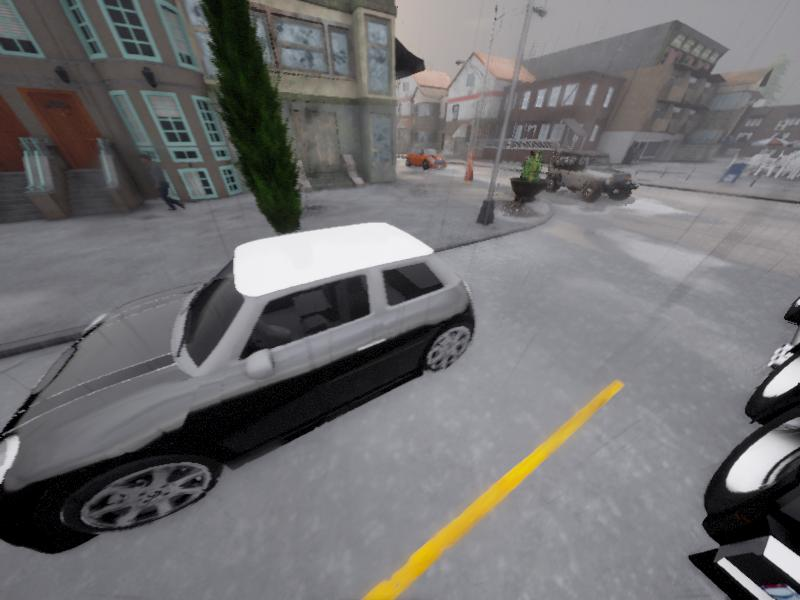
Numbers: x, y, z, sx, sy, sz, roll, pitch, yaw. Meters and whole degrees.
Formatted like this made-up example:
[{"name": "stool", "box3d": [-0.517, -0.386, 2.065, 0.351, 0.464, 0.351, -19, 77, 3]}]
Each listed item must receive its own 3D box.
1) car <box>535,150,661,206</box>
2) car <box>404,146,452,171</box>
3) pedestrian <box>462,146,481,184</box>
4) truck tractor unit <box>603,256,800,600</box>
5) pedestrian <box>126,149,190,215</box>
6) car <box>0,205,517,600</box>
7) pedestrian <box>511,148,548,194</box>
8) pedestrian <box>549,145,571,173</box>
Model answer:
[{"name": "car", "box3d": [8.871, -5.932, 10.958, 1.905, 1.878, 3.866, -6, 35, -10]}, {"name": "car", "box3d": [2.463, -13.453, 21.804, 2.097, 1.767, 4.553, -18, 39, -24]}, {"name": "pedestrian", "box3d": [4.145, -7.883, 13.526, 0.751, 1.860, 0.751, 7, 35, 9]}, {"name": "truck tractor unit", "box3d": [5.099, -0.311, 0.805, 6.516, 4.208, 3.053, -19, 39, -25]}, {"name": "pedestrian", "box3d": [-8.142, -4.024, 7.899, 0.751, 1.860, 0.751, -22, 41, -29]}, {"name": "car", "box3d": [-1.080, 0.189, 2.435, 3.806, 1.475, 1.970, -18, 39, -25]}, {"name": "pedestrian", "box3d": [6.109, -6.125, 11.015, 0.751, 1.860, 0.751, -7, 35, -10]}, {"name": "pedestrian", "box3d": [12.600, -11.111, 18.237, 0.751, 1.860, 0.751, 14, 37, 19]}]
